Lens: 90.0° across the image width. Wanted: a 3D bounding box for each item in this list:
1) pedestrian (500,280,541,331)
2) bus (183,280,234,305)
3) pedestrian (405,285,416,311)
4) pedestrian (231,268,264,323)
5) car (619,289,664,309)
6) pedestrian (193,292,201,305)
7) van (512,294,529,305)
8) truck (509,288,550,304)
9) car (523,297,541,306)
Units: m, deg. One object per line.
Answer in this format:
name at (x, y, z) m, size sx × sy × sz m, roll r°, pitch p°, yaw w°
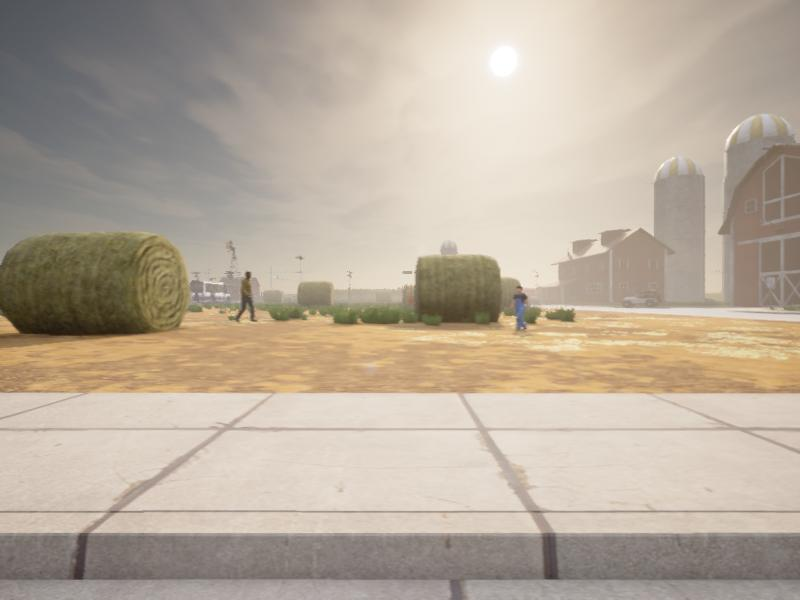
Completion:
pedestrian at (3.222, 0.143, 10.711) m, size 0.751 × 1.300 × 0.751 m, roll 0°, pitch 0°, yaw -40°
bus at (-34.523, -1.207, 72.653) m, size 3.944 × 4.253 × 10.273 m, roll 0°, pitch 0°, yaw 3°
pedestrian at (0.758, -0.144, 28.262) m, size 0.751 × 1.860 × 0.751 m, roll 0°, pitch 0°, yaw 0°
pedestrian at (-5.290, -0.149, 13.876) m, size 0.751 × 1.860 × 0.751 m, roll 0°, pitch 0°, yaw 23°
car at (27.035, -0.113, 44.815) m, size 1.905 × 1.878 × 3.866 m, roll -8°, pitch 4°, yaw -43°
pedestrian at (-28.249, -0.177, 55.616) m, size 0.751 × 1.860 × 0.751 m, roll 0°, pitch 0°, yaw 14°
van at (22.313, -0.007, 74.080) m, size 1.775 × 1.987 × 4.442 m, roll 0°, pitch 0°, yaw -1°
truck at (29.908, -0.896, 92.544) m, size 8.468 × 3.827 × 2.891 m, roll 0°, pitch 0°, yaw 0°
car at (22.427, 0.209, 68.011) m, size 1.789 × 1.549 × 3.705 m, roll 0°, pitch 0°, yaw -1°
